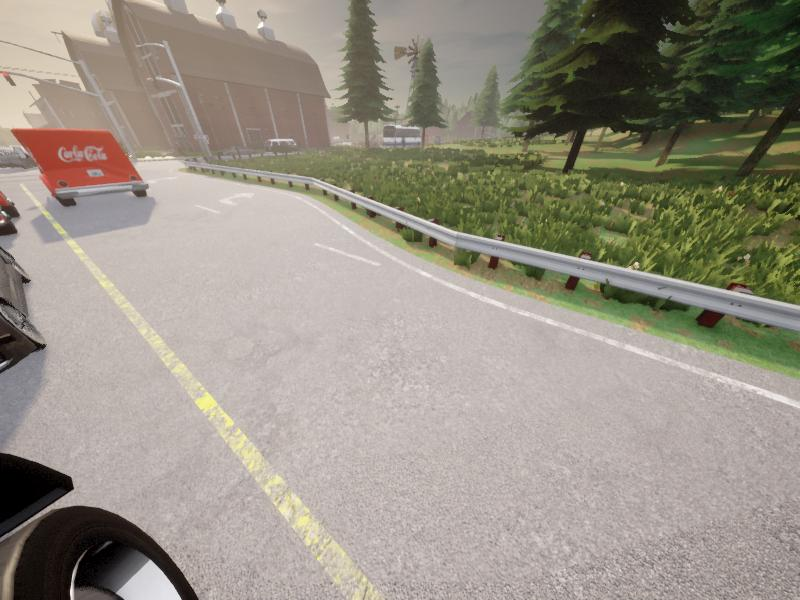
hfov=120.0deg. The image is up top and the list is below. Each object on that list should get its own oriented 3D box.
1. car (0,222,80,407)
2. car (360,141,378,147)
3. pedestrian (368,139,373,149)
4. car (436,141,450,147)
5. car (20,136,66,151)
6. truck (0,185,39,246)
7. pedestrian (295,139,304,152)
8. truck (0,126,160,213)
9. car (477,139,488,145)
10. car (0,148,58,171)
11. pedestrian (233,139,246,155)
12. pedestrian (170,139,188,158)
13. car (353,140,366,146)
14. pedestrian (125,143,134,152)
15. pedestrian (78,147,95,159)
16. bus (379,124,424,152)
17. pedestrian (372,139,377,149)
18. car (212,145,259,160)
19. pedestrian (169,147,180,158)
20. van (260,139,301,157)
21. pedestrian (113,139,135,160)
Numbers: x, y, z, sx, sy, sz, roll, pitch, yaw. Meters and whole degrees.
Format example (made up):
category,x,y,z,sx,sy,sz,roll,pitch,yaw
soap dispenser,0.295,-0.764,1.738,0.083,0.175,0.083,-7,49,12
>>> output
category,x,y,z,sx,sy,sz,roll,pitch,yaw
car,-6.375,-0.093,2.710,4.902,1.511,2.128,22,41,28
car,-8.945,-44.681,66.095,4.902,1.511,2.128,21,40,27
pedestrian,-6.507,-34.302,50.720,0.751,1.860,0.751,24,41,30
car,12.556,-45.815,67.827,1.837,1.490,4.892,22,41,28
car,-65.236,-28.688,42.287,3.866,1.878,1.905,-6,41,-6
truck,-12.589,-2.885,5.777,5.204,2.467,2.627,22,40,27
pedestrian,-17.071,-26.187,39.119,0.751,1.860,0.751,-26,43,-33
truck,-13.314,-5.592,9.620,5.204,2.467,2.627,21,40,27
car,30.927,-59.302,86.796,1.905,1.878,3.866,-5,36,-8
car,-31.517,-11.640,19.054,1.994,1.385,4.181,-16,38,-22
pedestrian,-22.478,-21.487,32.405,0.751,1.860,0.751,23,41,28
pedestrian,-26.464,-18.172,27.667,0.751,1.860,0.751,25,42,30
car,-13.460,-52.057,76.525,1.816,1.474,4.193,22,40,27
pedestrian,-41.518,-23.457,35.474,0.500,1.100,0.500,-26,43,-32
pedestrian,-33.746,-15.816,24.882,0.500,1.100,0.500,1,35,1
bus,0.577,-33.738,48.201,3.944,4.253,10.273,22,41,28
pedestrian,-5.666,-35.159,51.945,0.751,1.860,0.751,26,42,32
car,-20.556,-18.655,29.129,1.994,1.385,4.181,22,41,28
pedestrian,-27.075,-17.752,27.726,0.500,1.100,0.500,27,43,33
van,-17.007,-21.833,33.084,2.069,2.038,4.480,22,41,28
pedestrian,-29.325,-16.019,24.578,0.751,1.860,0.751,-26,43,-32
